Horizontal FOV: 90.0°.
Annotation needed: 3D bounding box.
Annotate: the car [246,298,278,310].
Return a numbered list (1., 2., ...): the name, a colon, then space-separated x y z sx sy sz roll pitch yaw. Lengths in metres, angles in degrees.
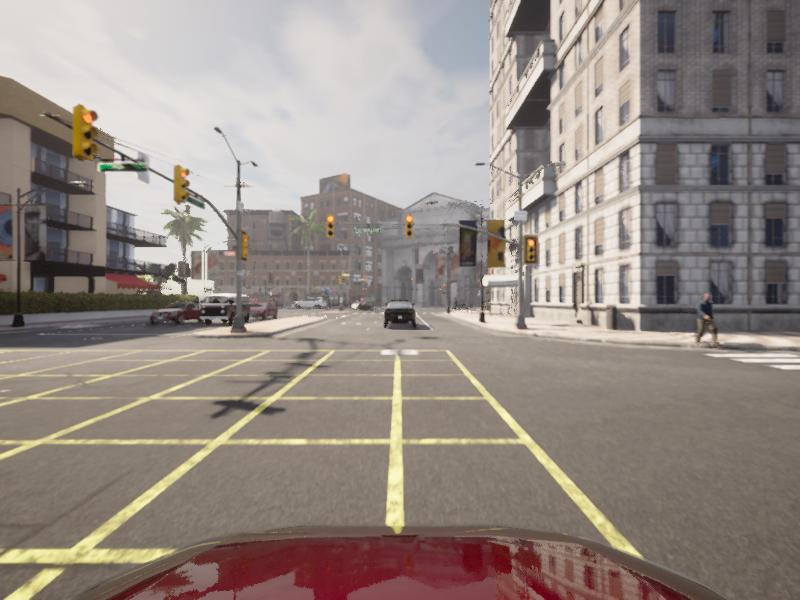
1. car: -22.699 0.662 66.077 4.605 1.855 1.932 0 0 0

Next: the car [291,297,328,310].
1. car: -14.946 0.576 66.017 5.566 2.045 2.150 0 0 0

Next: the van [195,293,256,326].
1. van: -11.496 0.575 26.738 2.069 2.038 4.480 0 0 0

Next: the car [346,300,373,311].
1. car: -6.229 0.833 60.817 2.038 1.542 4.974 0 0 -31

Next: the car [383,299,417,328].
1. car: -0.003 0.774 25.036 1.930 1.638 5.238 0 0 0

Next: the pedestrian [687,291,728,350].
1. pedestrian: 9.900 0.635 12.912 0.751 1.860 0.751 0 0 1

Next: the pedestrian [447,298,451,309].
1. pedestrian: 8.678 0.646 71.047 0.751 1.860 0.751 0 0 2

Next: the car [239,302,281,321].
1. car: -11.502 0.874 33.207 1.812 1.442 4.674 0 0 0

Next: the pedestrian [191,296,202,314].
1. pedestrian: -21.174 0.490 41.698 0.751 1.860 0.751 0 0 7

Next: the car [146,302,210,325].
1. car: -15.001 0.873 27.351 1.812 1.442 4.674 0 0 0
